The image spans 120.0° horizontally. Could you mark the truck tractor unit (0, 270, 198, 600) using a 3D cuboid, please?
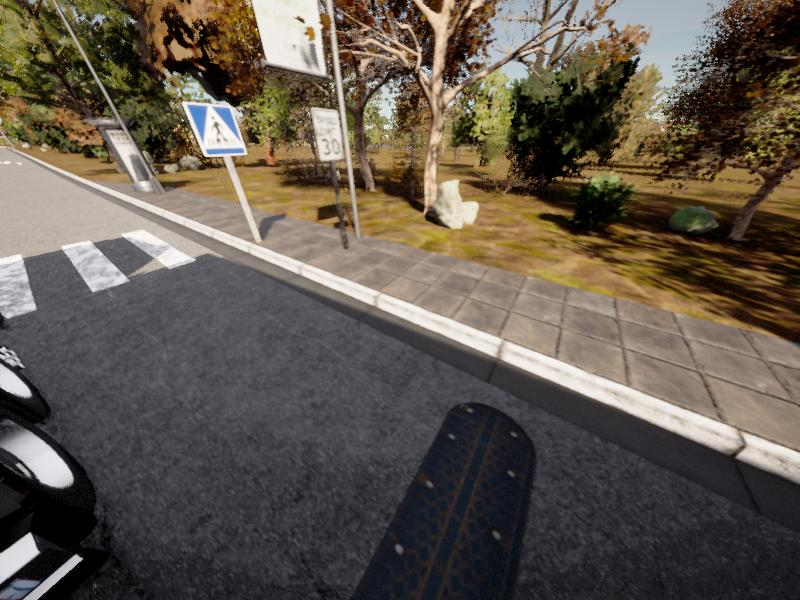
[{"bbox_3d":[-5.119,-0.293,0.764,6.516,4.208,3.053,18,39,24],"label":"truck tractor unit"}]
